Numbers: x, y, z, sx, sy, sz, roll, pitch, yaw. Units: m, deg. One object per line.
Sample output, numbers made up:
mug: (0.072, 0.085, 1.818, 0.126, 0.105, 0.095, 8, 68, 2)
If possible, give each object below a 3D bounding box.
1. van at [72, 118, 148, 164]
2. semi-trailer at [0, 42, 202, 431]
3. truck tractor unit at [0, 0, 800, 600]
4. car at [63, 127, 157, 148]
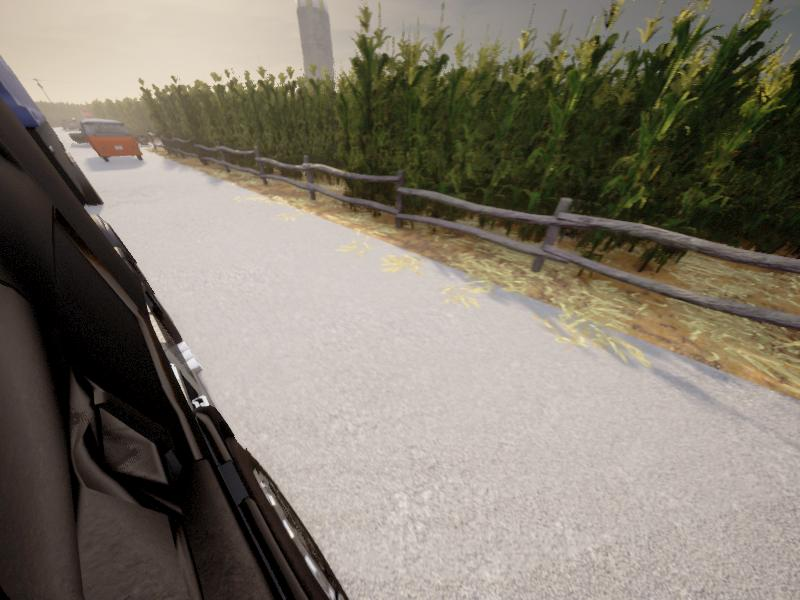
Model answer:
van: (-17.515, -9.679, 13.952, 4.442, 1.987, 1.775, 28, 44, 30)
semi-trailer: (-8.708, -3.582, 4.243, 14.254, 4.402, 2.717, 28, 44, 30)
truck tractor unit: (-2.645, -0.295, 0.351, 6.516, 4.208, 3.053, 28, 44, 30)
car: (-24.800, -14.096, 20.034, 4.718, 1.301, 1.895, -9, 38, -15)
